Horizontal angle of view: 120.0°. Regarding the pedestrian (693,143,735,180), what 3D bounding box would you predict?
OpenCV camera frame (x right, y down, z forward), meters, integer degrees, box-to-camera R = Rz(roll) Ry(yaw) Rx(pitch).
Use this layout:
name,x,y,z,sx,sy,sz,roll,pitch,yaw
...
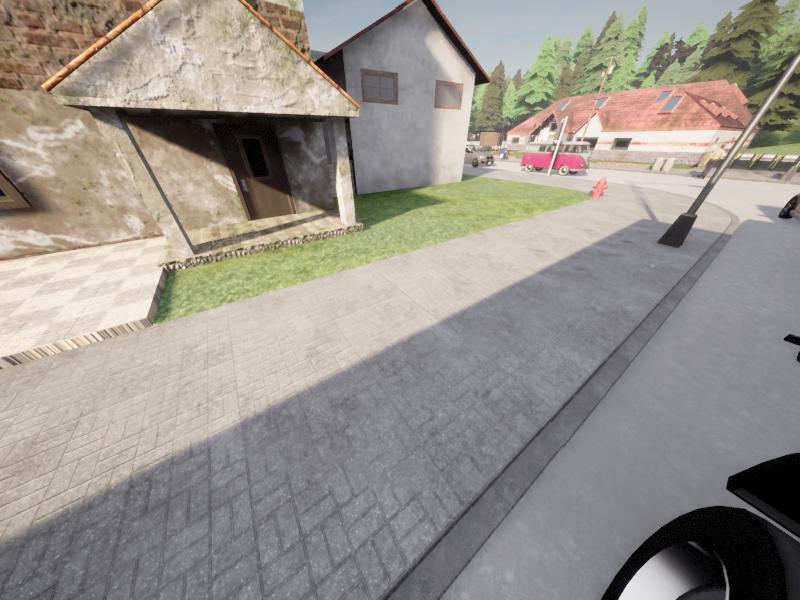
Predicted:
name,x,y,z,sx,sy,sz,roll,pitch,yaw
pedestrian,19.330,-8.560,14.277,0.751,1.860,0.751,-27,43,-33

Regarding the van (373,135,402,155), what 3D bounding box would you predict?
name,x,y,z,sx,sy,sz,roll,pitch,yaw
van,-2.119,-25.735,38.257,1.988,2.561,5.915,-22,41,-27

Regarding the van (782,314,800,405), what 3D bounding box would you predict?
name,x,y,z,sx,sy,sz,roll,pitch,yaw
van,7.074,-0.467,2.338,5.915,2.561,1.988,-20,40,-26

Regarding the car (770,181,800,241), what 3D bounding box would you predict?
name,x,y,z,sx,sy,sz,roll,pitch,yaw
car,12.321,-2.537,6.083,3.705,1.549,1.789,-30,45,-35

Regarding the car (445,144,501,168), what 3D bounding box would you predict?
name,x,y,z,sx,sy,sz,roll,pitch,yaw
car,6.795,-13.838,22.061,2.242,1.667,4.611,-22,40,-27

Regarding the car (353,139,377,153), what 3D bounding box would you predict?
name,x,y,z,sx,sy,sz,roll,pitch,yaw
car,-6.679,-29.342,43.835,2.150,2.045,5.566,-22,40,-27

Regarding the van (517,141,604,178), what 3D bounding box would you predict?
name,x,y,z,sx,sy,sz,roll,pitch,yaw
van,11.259,-10.223,16.625,1.775,1.987,4.442,-22,40,-27
